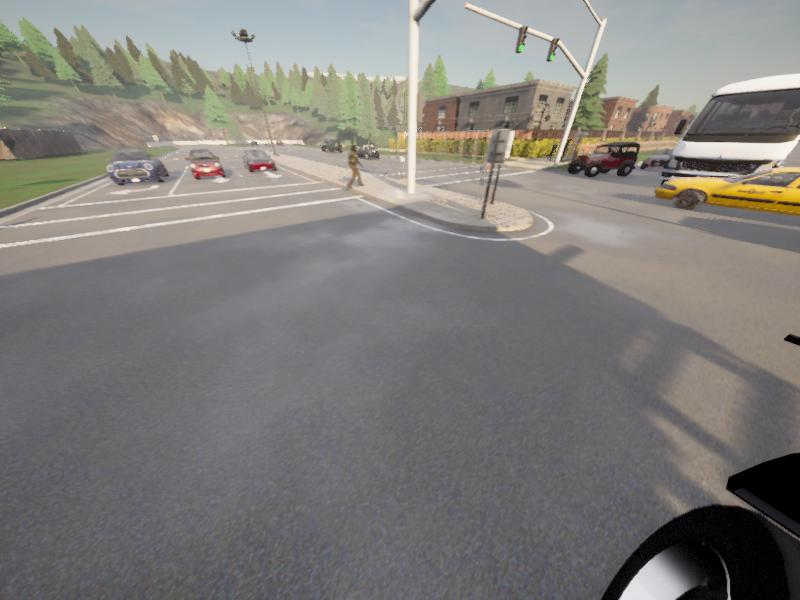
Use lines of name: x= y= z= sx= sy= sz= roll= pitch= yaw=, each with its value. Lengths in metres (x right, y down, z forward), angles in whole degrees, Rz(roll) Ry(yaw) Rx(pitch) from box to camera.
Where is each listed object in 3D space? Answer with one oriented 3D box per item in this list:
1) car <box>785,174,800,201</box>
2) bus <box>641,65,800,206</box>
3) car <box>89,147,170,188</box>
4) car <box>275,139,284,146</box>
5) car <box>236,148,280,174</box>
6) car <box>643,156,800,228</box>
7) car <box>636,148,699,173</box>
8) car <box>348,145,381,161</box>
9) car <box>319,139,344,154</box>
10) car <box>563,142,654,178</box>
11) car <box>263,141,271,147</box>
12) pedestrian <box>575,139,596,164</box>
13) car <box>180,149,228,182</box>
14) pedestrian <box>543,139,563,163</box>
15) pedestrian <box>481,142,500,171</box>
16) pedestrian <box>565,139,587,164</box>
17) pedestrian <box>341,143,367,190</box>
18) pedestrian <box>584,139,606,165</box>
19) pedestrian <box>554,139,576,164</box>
car: x=18.963 y=-5.210 z=9.801 sx=4.902 sy=1.511 sz=2.128 roll=-22 pitch=41 yaw=-28
bus: x=17.734 y=-8.218 z=11.684 sx=10.273 sy=4.253 sz=3.944 roll=-23 pitch=41 yaw=-27
car: x=-16.475 y=-8.439 z=14.453 sx=2.097 sy=1.767 sz=4.553 roll=-22 pitch=40 yaw=-27
car: x=-39.811 y=-52.016 z=76.400 sx=2.097 sy=1.767 sz=4.553 roll=-11 pitch=37 yaw=-14
car: x=-11.892 y=-11.615 z=19.182 sx=2.163 sy=1.488 sz=4.792 roll=-22 pitch=40 yaw=-27
car: x=11.915 y=-3.455 z=7.317 sx=1.801 sy=1.575 sz=5.366 roll=-22 pitch=40 yaw=-27
car: x=20.761 y=-10.882 z=17.941 sx=4.181 sy=1.385 sz=1.994 roll=-21 pitch=40 yaw=-26
car: x=-4.355 y=-18.164 z=28.393 sx=3.806 sy=1.475 sz=1.970 roll=27 pitch=44 yaw=33
car: x=-12.252 y=-27.436 z=41.106 sx=2.150 sy=2.045 sz=5.566 roll=-22 pitch=41 yaw=-28
car: x=13.692 y=-9.384 z=15.432 sx=3.866 sy=1.878 sz=1.905 roll=-4 pitch=35 yaw=-5
car: x=-41.970 y=-49.299 z=72.989 sx=1.895 sy=1.301 sz=4.718 roll=-14 pitch=37 yaw=-18
pedestrian: x=16.351 y=-13.111 z=20.408 sx=0.751 sy=1.860 sz=0.751 roll=25 pitch=42 yaw=31
car: x=-13.523 y=-9.458 z=16.032 sx=1.851 sy=1.617 sz=3.988 roll=-22 pitch=41 yaw=-27
pedestrian: x=14.531 y=-14.197 z=21.962 sx=0.751 sy=1.860 sz=0.751 roll=-21 pitch=40 yaw=-27
pedestrian: x=7.030 y=-11.118 z=17.948 sx=0.751 sy=1.860 sz=0.751 roll=28 pitch=44 yaw=34
pedestrian: x=15.894 y=-13.424 z=20.856 sx=0.751 sy=1.860 sz=0.751 roll=-18 pitch=39 yaw=-23
pedestrian: x=-2.151 y=-6.355 z=11.007 sx=0.751 sy=1.860 sz=0.751 roll=-22 pitch=41 yaw=-28
pedestrian: x=16.826 y=-12.791 z=19.950 sx=0.751 sy=1.860 sz=0.751 roll=29 pitch=45 yaw=35
pedestrian: x=14.917 y=-13.462 z=20.918 sx=0.751 sy=1.860 sz=0.751 roll=1 pitch=35 yaw=2
